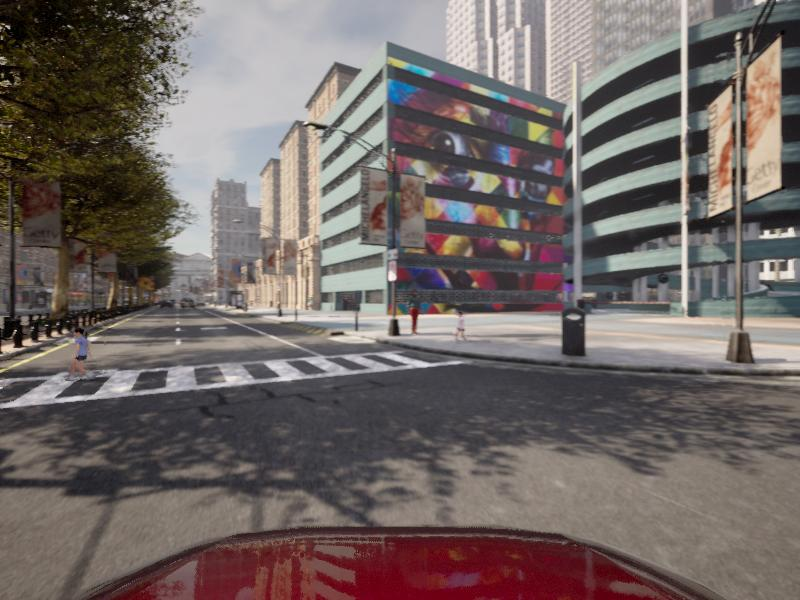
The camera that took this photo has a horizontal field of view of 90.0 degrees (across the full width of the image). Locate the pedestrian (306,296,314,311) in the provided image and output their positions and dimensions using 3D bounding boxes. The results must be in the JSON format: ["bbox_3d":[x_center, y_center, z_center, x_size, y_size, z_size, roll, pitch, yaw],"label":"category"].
[{"bbox_3d":[-11.322,0.435,50.457,0.751,1.860,0.751,0,0,-35],"label":"pedestrian"}]

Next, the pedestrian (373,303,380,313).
[{"bbox_3d":[-2.461,0.826,42.025,0.500,1.100,0.500,0,0,40],"label":"pedestrian"}]

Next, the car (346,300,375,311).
[{"bbox_3d":[-5.317,0.692,52.996,2.161,1.482,4.786,0,0,-29],"label":"car"}]

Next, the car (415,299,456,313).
[{"bbox_3d":[3.928,0.646,44.883,2.128,1.511,4.902,0,0,-29],"label":"car"}]

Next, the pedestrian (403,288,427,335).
[{"bbox_3d":[0.599,0.461,16.340,0.751,1.860,0.751,0,0,-18],"label":"pedestrian"}]

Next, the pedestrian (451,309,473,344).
[{"bbox_3d":[2.016,0.843,13.029,0.500,1.100,0.500,0,0,-33],"label":"pedestrian"}]

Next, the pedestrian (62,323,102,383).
[{"bbox_3d":[-6.221,1.018,7.850,0.500,1.100,0.500,0,0,-24],"label":"pedestrian"}]
